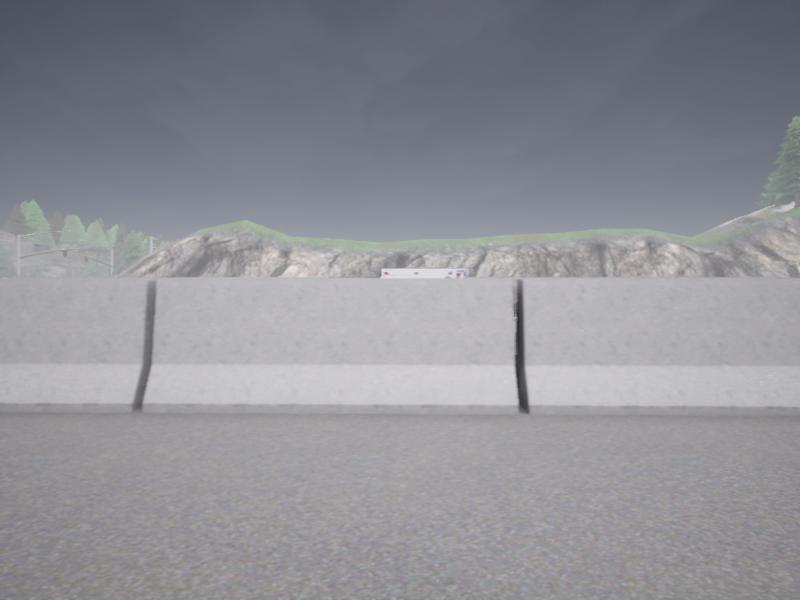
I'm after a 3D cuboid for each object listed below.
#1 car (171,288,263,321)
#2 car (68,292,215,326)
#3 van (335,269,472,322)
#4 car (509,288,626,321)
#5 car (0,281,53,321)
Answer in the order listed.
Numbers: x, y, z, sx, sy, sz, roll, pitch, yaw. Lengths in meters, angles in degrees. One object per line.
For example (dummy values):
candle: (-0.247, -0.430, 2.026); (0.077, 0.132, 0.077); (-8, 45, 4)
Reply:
car: (-8.937, 0.210, 19.730); (3.705, 1.549, 1.789); (0, 0, 0)
car: (-10.314, 0.335, 16.235); (4.718, 1.301, 1.895); (0, 0, 0)
van: (0.163, -0.223, 19.704); (6.366, 2.431, 2.351); (0, 0, 0)
car: (8.099, 0.228, 19.682); (5.008, 1.535, 1.882); (0, 0, 0)
car: (-19.881, 0.031, 19.762); (3.866, 1.878, 1.905); (0, 0, 0)
